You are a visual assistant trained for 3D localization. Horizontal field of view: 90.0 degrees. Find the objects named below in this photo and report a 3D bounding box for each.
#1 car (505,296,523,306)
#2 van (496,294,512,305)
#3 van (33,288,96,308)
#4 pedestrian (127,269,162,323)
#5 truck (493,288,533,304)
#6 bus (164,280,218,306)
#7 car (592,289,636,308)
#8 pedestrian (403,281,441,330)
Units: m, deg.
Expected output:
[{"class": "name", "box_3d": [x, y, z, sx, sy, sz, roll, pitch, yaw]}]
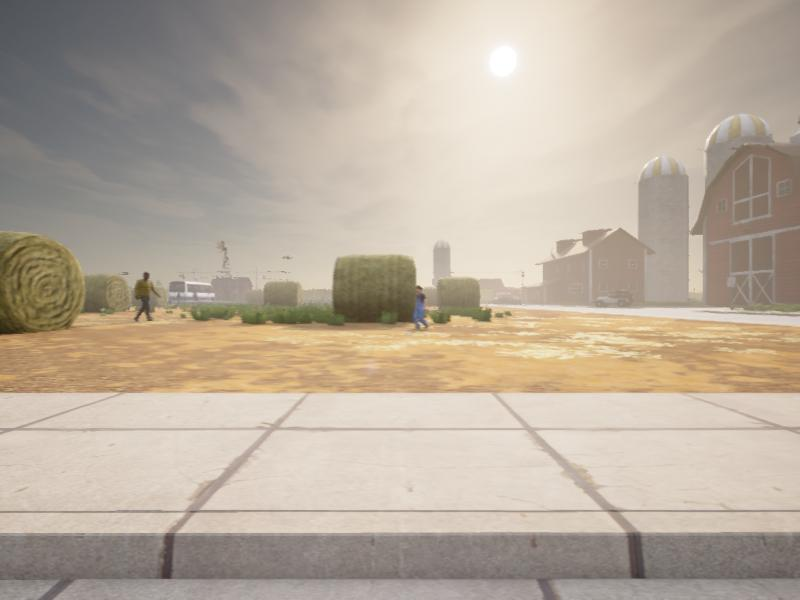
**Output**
[{"class": "car", "box_3d": [19.349, 0.193, 68.026, 1.789, 1.549, 3.705, 0, 0, -1]}, {"class": "van", "box_3d": [19.230, -0.023, 74.095, 1.775, 1.987, 4.442, 0, 0, -1]}, {"class": "van", "box_3d": [-42.034, -0.267, 50.361, 2.351, 2.431, 6.366, 0, 0, 3]}, {"class": "pedestrian", "box_3d": [-9.051, -0.146, 14.179, 0.751, 1.860, 0.751, 0, 0, 20]}, {"class": "truck", "box_3d": [25.978, -0.918, 92.560, 8.468, 3.827, 2.891, 0, 0, 0]}, {"class": "bus", "box_3d": [-37.605, -1.183, 72.624, 3.944, 4.253, 10.273, 0, 0, 3]}, {"class": "car", "box_3d": [23.974, -0.133, 44.834, 1.905, 1.878, 3.866, -8, 4, -43]}, {"class": "pedestrian", "box_3d": [0.610, 0.139, 11.059, 0.751, 1.300, 0.751, 0, 0, -39]}]
